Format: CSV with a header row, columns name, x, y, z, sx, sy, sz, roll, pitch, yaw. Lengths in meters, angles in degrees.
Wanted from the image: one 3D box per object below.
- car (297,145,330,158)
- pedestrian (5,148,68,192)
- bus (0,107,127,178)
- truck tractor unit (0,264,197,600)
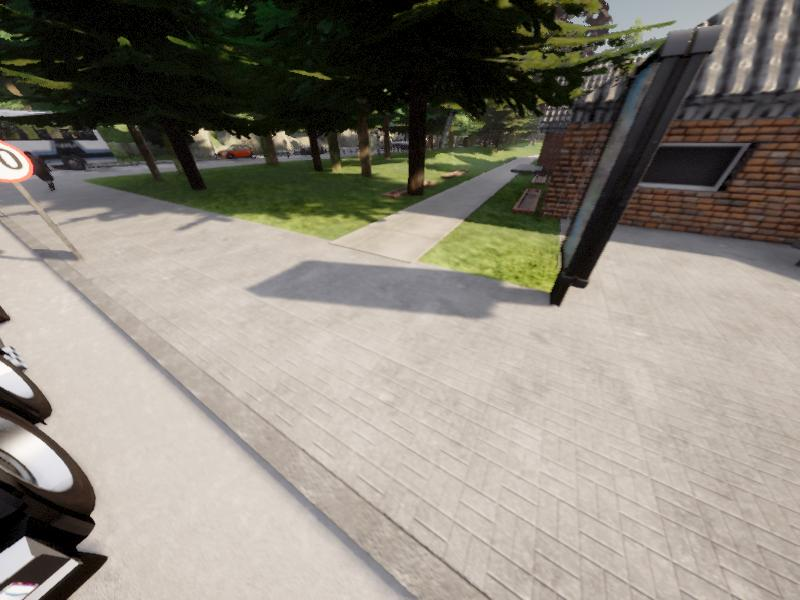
name,x,y,z,sx,sy,sz,roll,pitch,yaw
car,-13.839,-24.168,37.448,1.837,1.490,4.892,18,39,24
pedestrian,-18.321,-6.594,11.727,0.751,1.860,0.751,-24,41,-30
bus,-30.538,-12.304,18.130,3.944,4.253,10.273,12,37,18
truck tractor unit,-5.119,-0.290,0.791,6.516,4.208,3.053,18,39,24
